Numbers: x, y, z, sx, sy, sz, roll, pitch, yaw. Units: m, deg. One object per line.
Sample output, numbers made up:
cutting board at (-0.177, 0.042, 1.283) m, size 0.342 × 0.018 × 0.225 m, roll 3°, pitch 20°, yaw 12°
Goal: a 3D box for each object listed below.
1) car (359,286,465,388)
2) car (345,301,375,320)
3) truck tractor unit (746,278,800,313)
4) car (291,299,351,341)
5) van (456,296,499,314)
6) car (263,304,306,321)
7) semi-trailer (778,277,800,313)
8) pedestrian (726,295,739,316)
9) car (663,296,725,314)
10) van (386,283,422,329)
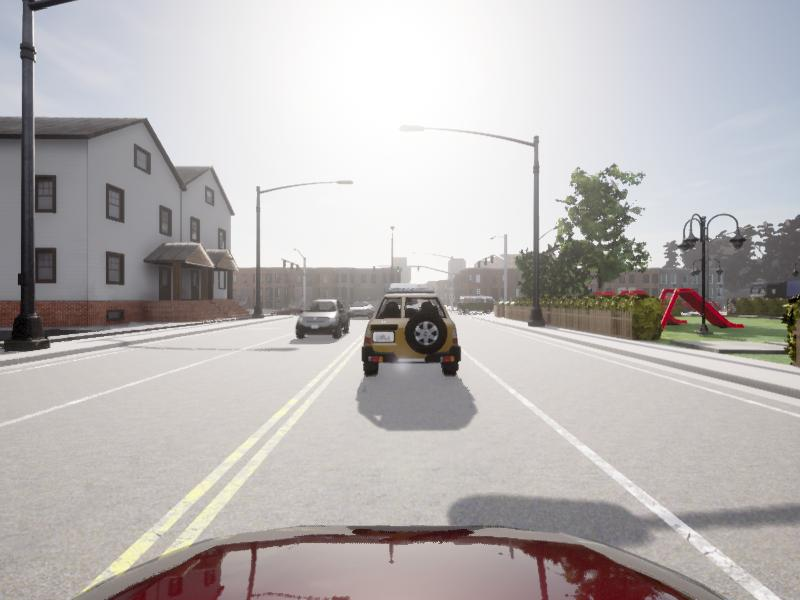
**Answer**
car at (0.215, 0.655, 9.616) m, size 1.932 × 1.855 × 4.605 m, roll 0°, pitch 1°, yaw 0°
car at (-3.287, 0.828, 33.763) m, size 2.038 × 1.542 × 4.974 m, roll 0°, pitch 0°, yaw 0°
truck tractor unit at (47.940, -0.513, 50.192) m, size 6.516 × 4.208 × 3.053 m, roll 0°, pitch 0°, yaw 0°
car at (-3.289, 0.789, 17.442) m, size 1.851 × 1.617 × 3.988 m, roll 0°, pitch 0°, yaw 0°
van at (8.908, 0.577, 46.259) m, size 4.480 × 2.038 × 2.069 m, roll 0°, pitch 0°, yaw 0°
car at (-14.302, 1.520, 49.665) m, size 4.718 × 1.301 × 1.895 m, roll -9°, pitch 0°, yaw 0°
semi-trailer at (55.853, -0.615, 50.229) m, size 14.254 × 4.402 × 2.717 m, roll 0°, pitch 0°, yaw 0°
pedestrian at (30.156, 0.492, 36.246) m, size 0.751 × 1.860 × 0.751 m, roll 0°, pitch 0°, yaw -35°
car at (33.970, 0.573, 46.361) m, size 5.566 × 2.045 × 2.150 m, roll 0°, pitch 0°, yaw 0°
van at (0.218, 0.323, 24.858) m, size 1.988 × 2.561 × 5.915 m, roll 0°, pitch 0°, yaw 0°
